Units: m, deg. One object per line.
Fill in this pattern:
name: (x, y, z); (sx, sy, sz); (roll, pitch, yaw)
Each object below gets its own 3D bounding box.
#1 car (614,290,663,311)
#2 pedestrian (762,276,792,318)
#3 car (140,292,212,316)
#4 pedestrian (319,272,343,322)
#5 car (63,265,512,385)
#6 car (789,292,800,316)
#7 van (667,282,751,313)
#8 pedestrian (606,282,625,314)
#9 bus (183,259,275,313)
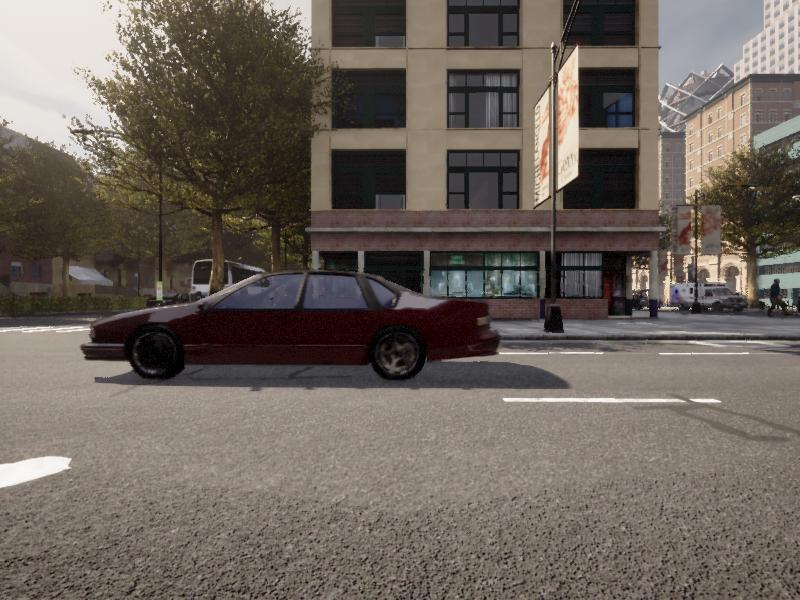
car: (22.954, 0.053, 38.740); (1.932, 1.855, 4.605); (0, 0, -1)
pedestrian: (17.136, -0.115, 18.195); (0.751, 1.860, 0.751); (0, 0, -19)
car: (-15.097, 0.236, 27.334); (2.128, 1.511, 4.902); (0, 0, 0)
pedestrian: (-2.668, -0.115, 15.467); (0.751, 1.860, 0.751); (0, 0, 3)
car: (-1.345, 0.295, 5.760); (5.357, 1.411, 2.033); (0, 0, 1)
car: (26.090, 0.257, 23.381); (2.163, 1.488, 4.792); (-1, 0, 3)
van: (26.403, -0.222, 34.580); (2.351, 2.431, 6.366); (0, 0, 1)
pedestrian: (12.728, -0.115, 23.635); (0.751, 1.860, 0.751); (0, 0, 0)
bus: (-15.158, -1.134, 36.822); (3.944, 4.253, 10.273); (0, 0, 0)
